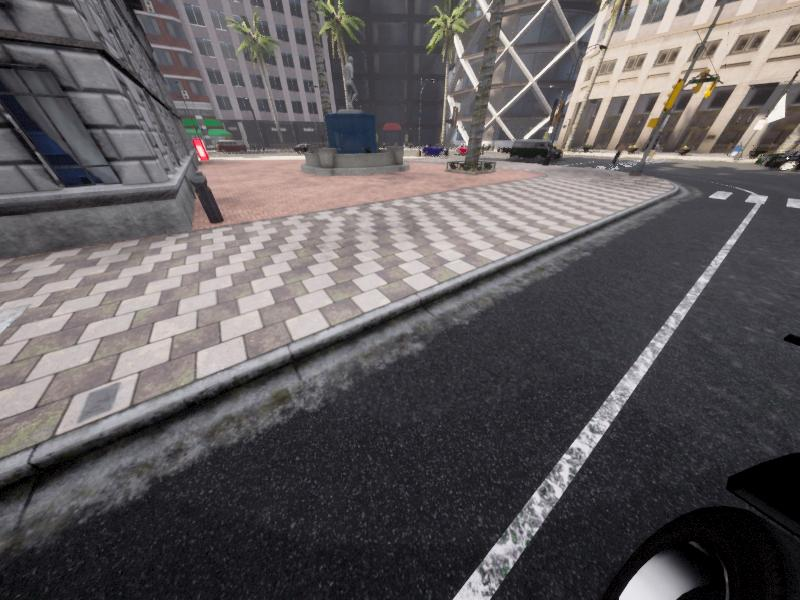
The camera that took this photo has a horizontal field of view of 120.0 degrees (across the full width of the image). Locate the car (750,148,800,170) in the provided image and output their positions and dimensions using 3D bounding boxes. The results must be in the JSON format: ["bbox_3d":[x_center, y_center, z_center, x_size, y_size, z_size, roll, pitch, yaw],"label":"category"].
[{"bbox_3d":[32.757,-11.577,18.935,1.994,1.385,4.181,-22,41,-28],"label":"car"}]

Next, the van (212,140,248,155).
[{"bbox_3d":[-28.673,-25.924,39.194,4.442,1.987,1.775,-18,39,-23],"label":"van"}]

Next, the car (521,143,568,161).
[{"bbox_3d":[16.913,-17.430,27.147,1.851,1.617,3.988,-25,42,-30],"label":"car"}]

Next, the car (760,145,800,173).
[{"bbox_3d":[30.593,-9.935,16.383,1.930,1.638,5.238,-22,40,-28],"label":"car"}]

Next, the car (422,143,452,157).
[{"bbox_3d":[5.157,-20.993,32.352,3.633,1.501,1.845,18,39,24],"label":"car"}]

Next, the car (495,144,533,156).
[{"bbox_3d":[17.450,-23.083,35.439,4.718,1.301,1.895,29,45,35],"label":"car"}]

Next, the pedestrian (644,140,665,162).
[{"bbox_3d":[26.924,-15.781,24.475,0.751,1.860,0.751,29,45,35],"label":"pedestrian"}]

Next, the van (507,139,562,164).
[{"bbox_3d":[14.403,-16.141,25.002,1.775,1.987,4.442,-24,42,-30],"label":"van"}]

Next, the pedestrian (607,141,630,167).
[{"bbox_3d":[19.477,-13.024,20.613,0.751,1.860,0.751,-28,44,-34],"label":"pedestrian"}]

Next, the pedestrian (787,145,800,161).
[{"bbox_3d":[39.640,-14.789,22.714,0.751,1.860,0.751,-22,41,-28],"label":"pedestrian"}]

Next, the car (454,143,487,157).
[{"bbox_3d":[10.035,-21.449,33.014,3.806,1.475,1.970,23,41,29],"label":"car"}]
